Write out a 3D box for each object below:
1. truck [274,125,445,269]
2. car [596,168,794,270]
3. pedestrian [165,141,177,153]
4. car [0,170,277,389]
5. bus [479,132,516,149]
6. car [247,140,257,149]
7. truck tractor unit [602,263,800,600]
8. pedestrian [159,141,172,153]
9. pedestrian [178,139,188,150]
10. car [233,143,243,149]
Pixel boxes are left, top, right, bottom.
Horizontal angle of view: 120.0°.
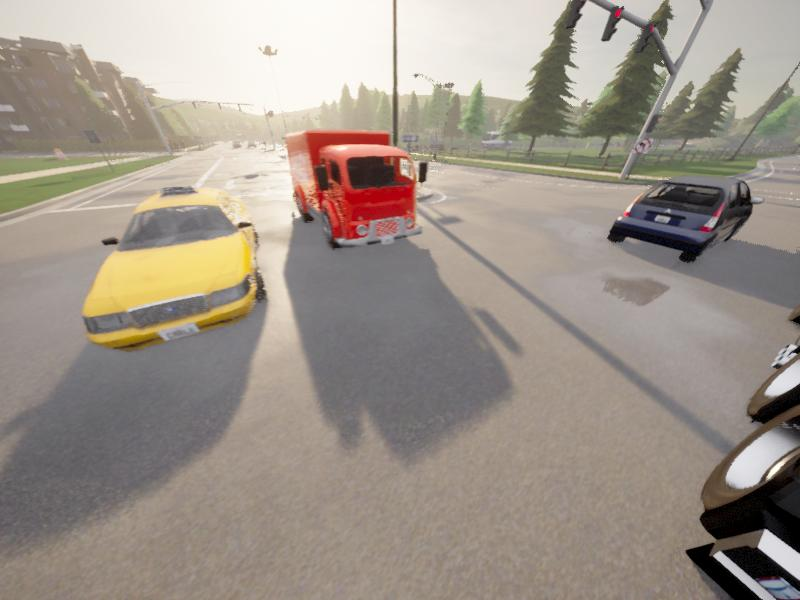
[{"bbox_3d":[-1.535,-3.333,6.621,2.627,2.467,5.204,-18,39,-24],"label":"truck"},{"bbox_3d":[7.560,-2.327,6.018,3.988,1.617,1.851,-18,39,-24],"label":"car"},{"bbox_3d":[-40.634,-27.172,41.013,0.751,1.860,0.751,-13,37,-19],"label":"pedestrian"},{"bbox_3d":[-3.848,-1.250,4.384,1.801,1.575,5.366,-18,39,-24],"label":"car"},{"bbox_3d":[29.561,-48.469,70.235,10.273,4.253,3.944,-18,39,-24],"label":"bus"},{"bbox_3d":[-40.799,-42.891,63.643,1.905,1.878,3.866,-18,39,-25],"label":"car"},{"bbox_3d":[5.112,-0.299,0.782,6.516,4.208,3.053,-18,39,-24],"label":"truck tractor unit"},{"bbox_3d":[-41.166,-26.898,40.614,0.751,1.860,0.751,-16,38,-22],"label":"pedestrian"},{"bbox_3d":[-44.482,-31.819,47.392,0.751,1.860,0.751,-14,37,-20],"label":"pedestrian"},{"bbox_3d":[-44.116,-41.954,62.759,1.895,1.301,4.718,-18,39,-25],"label":"car"}]
